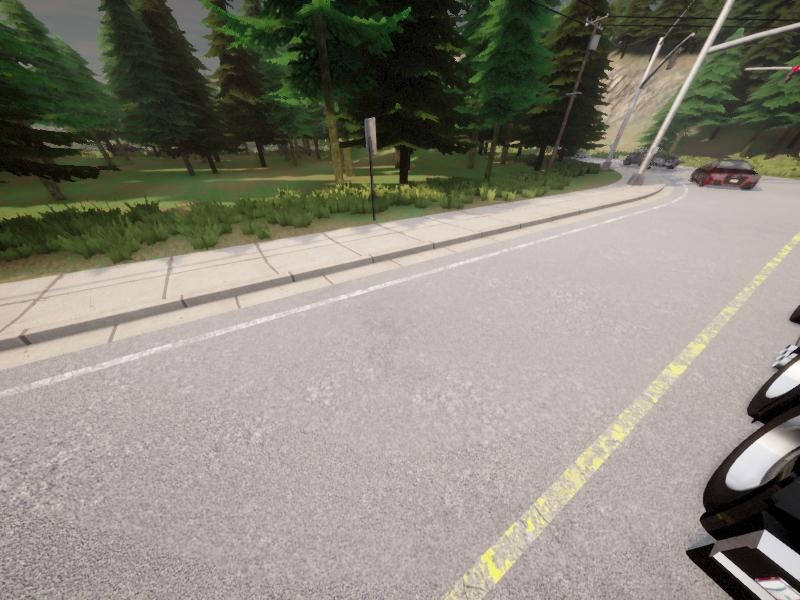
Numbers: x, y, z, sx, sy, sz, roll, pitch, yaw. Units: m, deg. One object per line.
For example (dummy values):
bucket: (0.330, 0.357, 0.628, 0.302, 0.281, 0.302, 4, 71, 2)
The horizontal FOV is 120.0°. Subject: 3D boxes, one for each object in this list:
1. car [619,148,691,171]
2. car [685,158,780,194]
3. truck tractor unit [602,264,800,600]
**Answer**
car: (24.616, -13.862, 22.661, 2.152, 1.651, 5.027, 6, 35, 8)
car: (19.132, -7.427, 13.605, 1.994, 1.385, 4.181, 24, 41, 30)
truck tractor unit: (5.109, -0.303, 0.781, 6.516, 4.208, 3.053, -18, 39, -24)
